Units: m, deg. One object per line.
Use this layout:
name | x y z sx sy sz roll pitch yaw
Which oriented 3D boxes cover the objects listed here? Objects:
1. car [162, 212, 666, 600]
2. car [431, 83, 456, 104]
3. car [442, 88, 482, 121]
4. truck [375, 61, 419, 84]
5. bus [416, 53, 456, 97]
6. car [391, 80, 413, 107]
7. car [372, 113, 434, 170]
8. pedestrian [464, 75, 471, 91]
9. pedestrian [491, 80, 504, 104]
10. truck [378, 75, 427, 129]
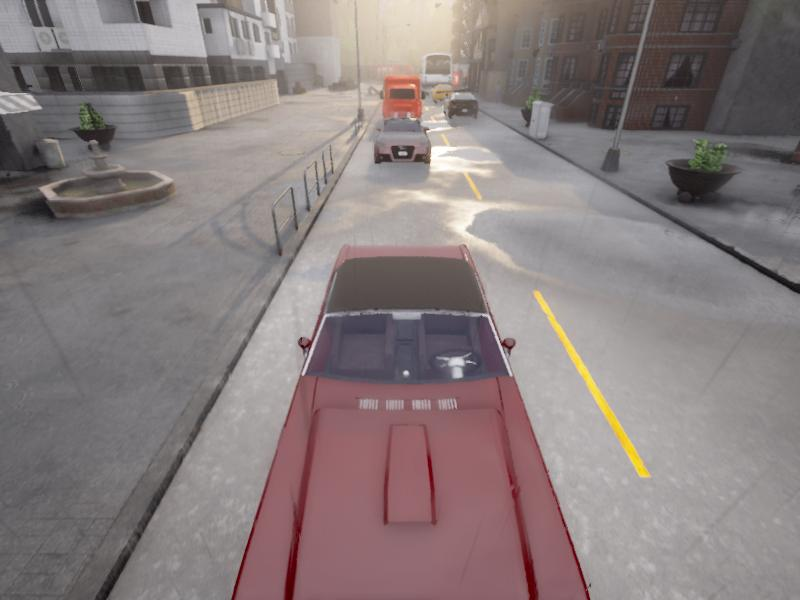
car | 0.058 0.546 3.787 1.895 1.301 4.718 0 30 0
car | 4.184 -20.088 38.839 1.882 1.535 5.008 0 30 0
car | 4.143 -13.549 27.550 1.930 1.638 5.238 0 30 0
truck | -0.543 -45.517 80.058 8.468 3.827 2.891 0 30 0
bus | 4.102 -27.415 48.683 3.944 4.253 10.273 0 30 0
car | 0.172 -18.310 35.444 1.905 1.878 3.866 0 31 0
car | 0.100 -6.078 15.046 1.994 1.385 4.181 0 30 0
pedestrian | 9.080 -29.279 53.983 0.751 1.860 0.751 1 30 1
pedestrian | 8.544 -18.178 34.997 0.751 1.860 0.751 0 30 0
truck | 0.132 -12.073 24.164 2.627 2.467 5.204 0 32 0
